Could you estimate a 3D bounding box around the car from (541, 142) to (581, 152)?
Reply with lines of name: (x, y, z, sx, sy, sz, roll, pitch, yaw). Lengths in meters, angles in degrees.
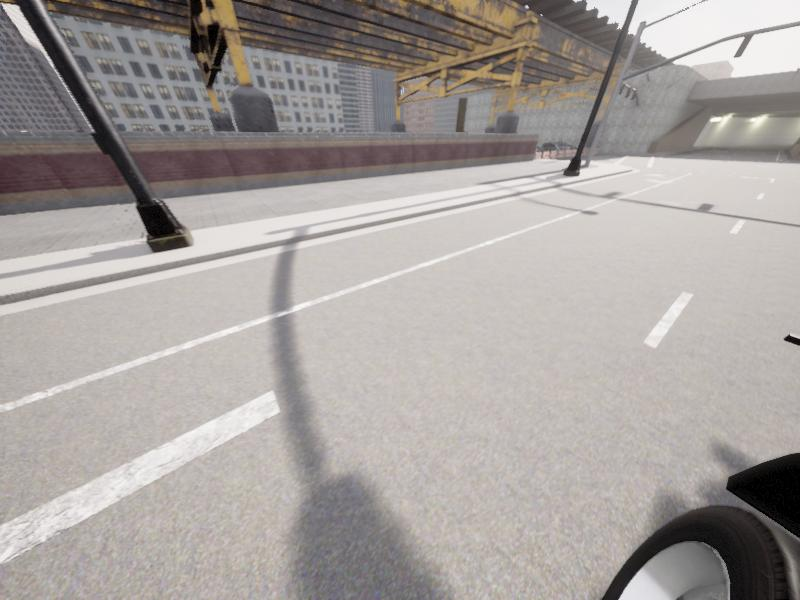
car: (23.811, -22.776, 34.317, 4.536, 1.218, 1.853, -4, 35, -5)

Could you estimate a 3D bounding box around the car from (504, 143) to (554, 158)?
car: (16.143, -18.948, 29.233, 4.974, 1.542, 2.038, 5, 36, 7)

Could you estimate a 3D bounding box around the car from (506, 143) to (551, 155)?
car: (16.091, -19.080, 29.149, 4.536, 1.218, 1.853, 5, 36, 7)

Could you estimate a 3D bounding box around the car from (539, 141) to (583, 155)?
car: (23.863, -22.651, 34.412, 4.974, 1.542, 2.038, -4, 35, -5)

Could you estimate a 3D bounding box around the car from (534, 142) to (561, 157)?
car: (19.915, -20.489, 31.385, 2.038, 1.542, 4.974, 11, 37, 15)
